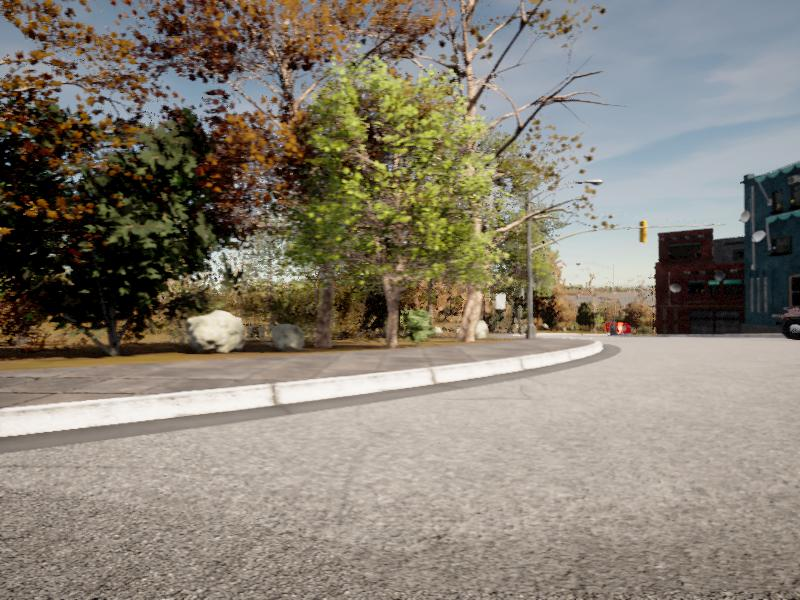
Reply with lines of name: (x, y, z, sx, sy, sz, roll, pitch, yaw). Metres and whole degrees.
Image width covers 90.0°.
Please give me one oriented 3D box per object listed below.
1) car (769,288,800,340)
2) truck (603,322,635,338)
car: (15.751, 0.417, 13.790, 1.905, 1.878, 3.866, 1, -6, -23)
truck: (37.151, 5.107, 67.760, 5.204, 2.467, 2.627, 5, -3, -34)
